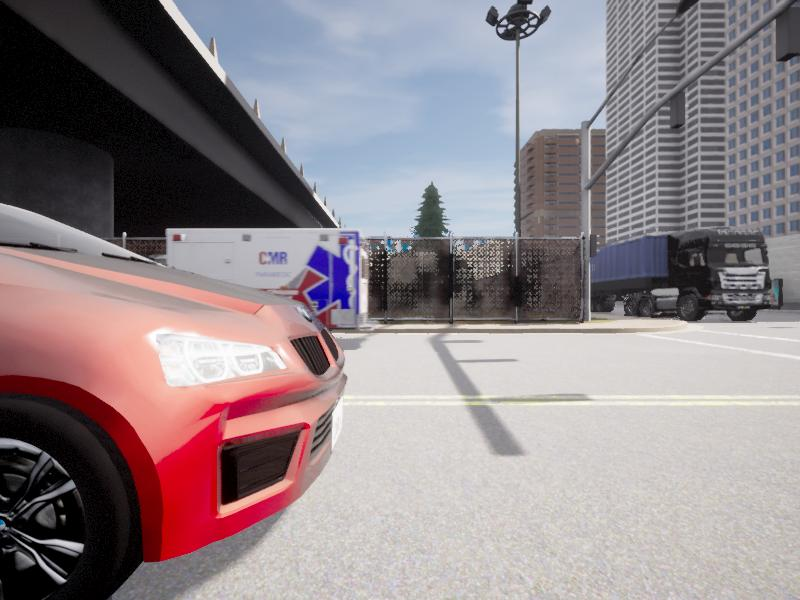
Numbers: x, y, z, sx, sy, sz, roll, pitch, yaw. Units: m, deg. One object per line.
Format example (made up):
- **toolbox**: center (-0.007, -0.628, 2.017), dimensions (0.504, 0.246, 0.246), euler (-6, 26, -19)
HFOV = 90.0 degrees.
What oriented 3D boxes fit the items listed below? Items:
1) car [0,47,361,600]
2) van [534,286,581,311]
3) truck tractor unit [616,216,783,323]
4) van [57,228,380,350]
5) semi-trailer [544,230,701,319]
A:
- **car**: center (-2.621, 0.156, 2.179), dimensions (4.611, 1.667, 2.242), euler (0, 0, 0)
- **van**: center (14.168, -0.082, 36.194), dimensions (2.069, 2.038, 4.480), euler (-1, -1, -6)
- **truck tractor unit**: center (13.550, -1.179, 19.026), dimensions (3.053, 4.208, 6.516), euler (0, 0, 0)
- **van**: center (-3.703, -0.222, 9.202), dimensions (6.366, 2.431, 2.351), euler (0, 0, 0)
- **semi-trailer**: center (13.568, -1.274, 26.937), dimensions (2.717, 4.402, 14.254), euler (0, 0, 0)
